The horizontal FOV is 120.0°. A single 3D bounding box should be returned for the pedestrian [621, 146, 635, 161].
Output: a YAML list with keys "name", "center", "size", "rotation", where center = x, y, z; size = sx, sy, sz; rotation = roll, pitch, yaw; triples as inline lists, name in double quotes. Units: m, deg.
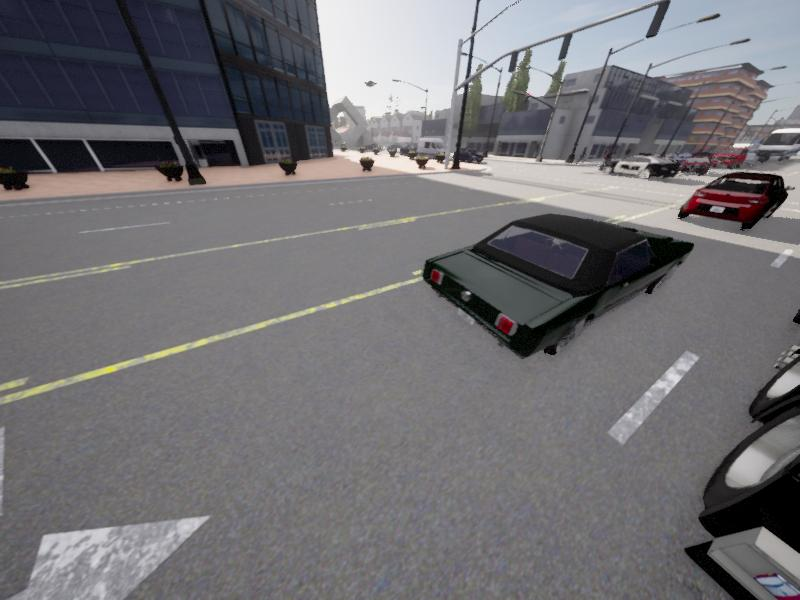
- name: "pedestrian"
  center: [34.971, -22.505, 35.466]
  size: [0.751, 1.860, 0.751]
  rotation: [-26, 43, -34]

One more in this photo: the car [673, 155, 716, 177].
- name: "car"
  center: [27.222, -12.457, 21.324]
  size: [4.674, 1.442, 1.812]
  rotation: [-26, 42, -33]

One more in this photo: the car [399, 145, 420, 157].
- name: "car"
  center: [1.585, -25.228, 39.109]
  size: [1.845, 1.501, 3.633]
  rotation: [-17, 39, -25]

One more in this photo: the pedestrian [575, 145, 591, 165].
- name: "pedestrian"
  center: [21.443, -16.974, 27.059]
  size: [0.751, 1.860, 0.751]
  rotation: [17, 38, 22]

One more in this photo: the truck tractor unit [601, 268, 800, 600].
- name: "truck tractor unit"
  center: [5.116, -0.296, 0.771]
  size: [6.516, 4.208, 3.053]
  rotation: [-18, 39, -24]

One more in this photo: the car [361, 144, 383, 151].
- name: "car"
  center: [-7.291, -39.724, 60.111]
  size: [5.357, 1.411, 2.033]
  rotation: [-20, 40, -28]

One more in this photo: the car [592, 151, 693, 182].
- name: "car"
  center: [18.900, -10.764, 18.460]
  size: [1.930, 1.638, 5.238]
  rotation: [-7, 36, -12]

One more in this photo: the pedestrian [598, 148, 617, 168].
- name: "pedestrian"
  center: [22.529, -15.468, 25.164]
  size: [0.751, 1.860, 0.751]
  rotation: [17, 37, 21]

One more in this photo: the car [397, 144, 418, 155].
- name: "car"
  center: [1.377, -29.929, 45.863]
  size: [1.930, 1.638, 5.238]
  rotation: [-14, 37, -21]

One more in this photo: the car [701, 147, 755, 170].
- name: "car"
  center: [39.190, -16.942, 27.595]
  size: [5.566, 2.045, 2.150]
  rotation: [-17, 38, -25]

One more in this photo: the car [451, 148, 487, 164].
- name: "car"
  center: [8.579, -18.137, 29.024]
  size: [1.816, 1.474, 4.193]
  rotation: [-17, 38, -24]

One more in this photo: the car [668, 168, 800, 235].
- name: "car"
  center: [11.843, -3.616, 8.069]
  size: [4.193, 1.474, 1.816]
  rotation: [-18, 39, -25]

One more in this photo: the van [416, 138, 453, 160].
- name: "van"
  center: [4.931, -22.316, 34.070]
  size: [1.988, 2.561, 5.915]
  rotation: [-17, 38, -24]

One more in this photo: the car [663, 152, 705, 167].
- name: "car"
  center: [36.678, -18.239, 29.868]
  size: [5.008, 1.535, 1.882]
  rotation: [-17, 38, -25]

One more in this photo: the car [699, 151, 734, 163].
- name: "car"
  center: [48.685, -21.995, 35.573]
  size: [4.181, 1.385, 1.994]
  rotation: [-17, 38, -23]

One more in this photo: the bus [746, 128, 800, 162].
- name: "bus"
  center: [63.735, -25.798, 38.327]
  size: [10.273, 4.253, 3.944]
  rotation: [-18, 39, -24]

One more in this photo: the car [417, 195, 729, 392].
- name: "car"
  center: [2.804, -0.643, 3.817]
  size: [4.718, 1.301, 1.895]
  rotation: [-18, 39, -24]
